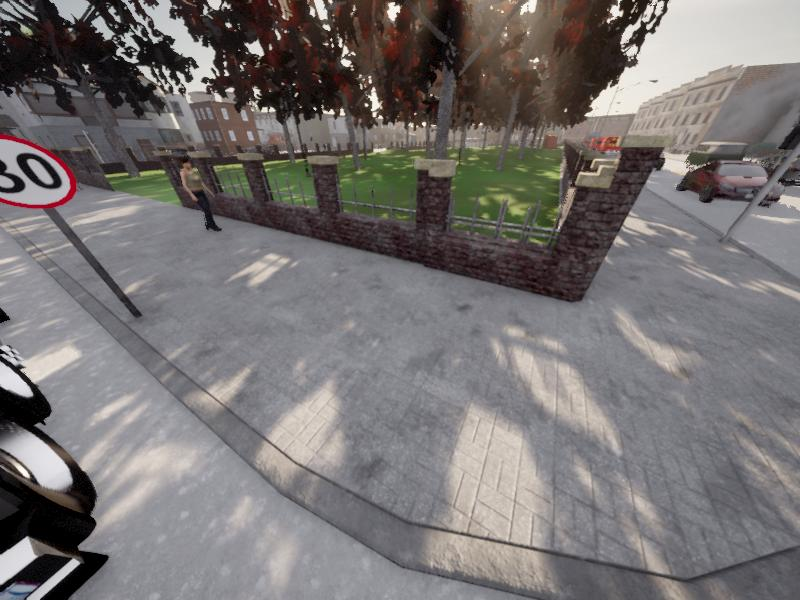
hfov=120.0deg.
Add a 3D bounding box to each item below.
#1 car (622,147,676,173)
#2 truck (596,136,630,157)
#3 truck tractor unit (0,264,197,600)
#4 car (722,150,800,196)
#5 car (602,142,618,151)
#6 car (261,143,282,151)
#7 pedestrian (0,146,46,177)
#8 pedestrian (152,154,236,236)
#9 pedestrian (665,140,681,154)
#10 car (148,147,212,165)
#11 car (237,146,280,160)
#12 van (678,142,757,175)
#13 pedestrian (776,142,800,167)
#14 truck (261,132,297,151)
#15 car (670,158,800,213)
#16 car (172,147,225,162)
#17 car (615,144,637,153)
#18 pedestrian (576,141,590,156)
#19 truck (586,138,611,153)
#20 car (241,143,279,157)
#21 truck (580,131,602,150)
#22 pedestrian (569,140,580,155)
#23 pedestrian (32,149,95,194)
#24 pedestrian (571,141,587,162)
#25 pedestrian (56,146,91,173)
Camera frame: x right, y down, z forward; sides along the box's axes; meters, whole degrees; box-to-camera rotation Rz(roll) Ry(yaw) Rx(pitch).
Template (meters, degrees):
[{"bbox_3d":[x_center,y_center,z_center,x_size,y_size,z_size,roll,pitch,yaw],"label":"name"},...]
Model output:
[{"bbox_3d":[21.233,-12.197,19.991,1.882,1.535,5.008,19,39,25],"label":"car"},{"bbox_3d":[32.199,-23.405,35.181,2.627,2.467,5.204,19,39,25],"label":"truck"},{"bbox_3d":[-5.110,-0.303,0.774,6.516,4.208,3.053,18,39,24],"label":"truck tractor unit"},{"bbox_3d":[20.376,-6.840,12.229,2.033,1.649,4.856,18,39,24],"label":"car"},{"bbox_3d":[51.735,-37.921,56.962,2.033,1.649,4.856,18,39,24],"label":"car"},{"bbox_3d":[-31.853,-37.890,57.239,4.856,1.649,2.033,20,40,27],"label":"car"},{"bbox_3d":[-27.272,-10.007,16.739,0.751,1.860,0.751,-13,37,-18],"label":"pedestrian"},{"bbox_3d":[-5.349,-2.767,6.163,0.751,1.860,0.751,3,35,4],"label":"pedestrian"},{"bbox_3d":[43.399,-24.356,36.762,0.751,1.860,0.751,14,37,20],"label":"pedestrian"},{"bbox_3d":[-25.757,-17.103,27.336,2.033,1.649,4.856,17,37,23],"label":"car"},{"bbox_3d":[-20.896,-21.907,34.300,2.128,1.511,4.902,16,38,22],"label":"car"},{"bbox_3d":[24.750,-11.323,18.316,1.775,1.987,4.442,18,39,24],"label":"van"},{"bbox_3d":[35.230,-12.984,20.585,0.751,1.860,0.751,3,35,5],"label":"pedestrian"},{"bbox_3d":[-31.460,-41.254,60.144,8.468,3.827,2.891,17,38,23],"label":"truck"},{"bbox_3d":[14.271,-5.224,10.119,1.812,1.442,4.674,18,39,24],"label":"car"},{"bbox_3d":[-27.563,-20.136,31.813,2.128,1.511,4.902,18,39,24],"label":"car"},{"bbox_3d":[41.889,-28.102,42.871,1.895,1.301,4.718,18,39,24],"label":"car"},{"bbox_3d":[26.948,-22.375,34.052,0.751,1.860,0.751,6,35,9],"label":"pedestrian"},{"bbox_3d":[40.581,-31.721,47.434,2.627,2.467,5.204,18,39,24],"label":"truck"},{"bbox_3d":[-22.822,-24.578,37.838,1.932,1.855,4.605,20,39,27],"label":"car"},{"bbox_3d":[51.131,-42.806,62.055,2.891,3.827,8.468,18,39,24],"label":"truck"},{"bbox_3d":[27.305,-23.892,36.227,0.751,1.860,0.751,23,41,30],"label":"pedestrian"},{"bbox_3d":[-16.393,-6.287,11.308,0.751,1.860,0.751,10,36,15],"label":"pedestrian"},{"bbox_3d":[19.391,-16.078,25.072,0.751,1.860,0.751,22,40,28],"label":"pedestrian"},{"bbox_3d":[-26.237,-11.304,18.593,0.751,1.860,0.751,16,38,23],"label":"pedestrian"}]
